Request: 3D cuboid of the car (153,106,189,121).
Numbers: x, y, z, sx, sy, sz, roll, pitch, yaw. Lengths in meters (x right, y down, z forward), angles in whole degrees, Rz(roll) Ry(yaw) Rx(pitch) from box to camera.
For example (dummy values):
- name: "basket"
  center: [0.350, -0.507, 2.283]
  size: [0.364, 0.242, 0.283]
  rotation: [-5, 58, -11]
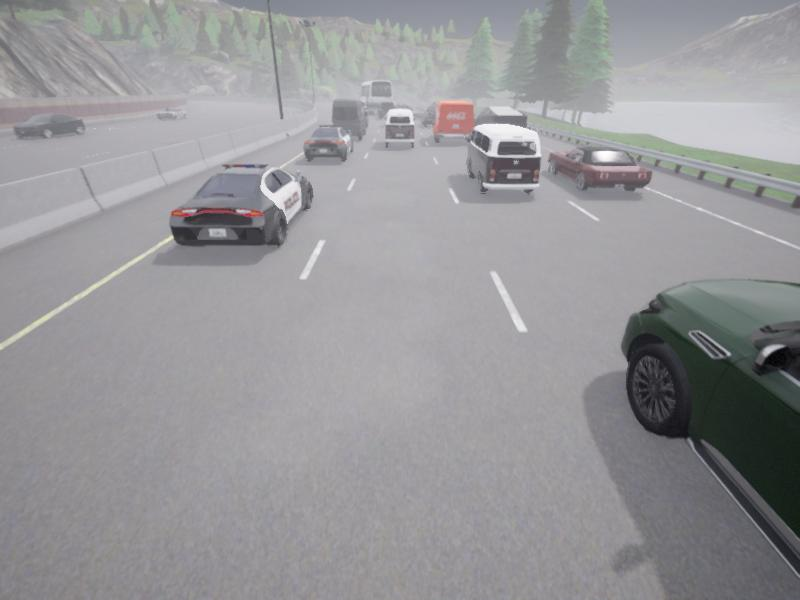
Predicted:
- name: "car"
  center: [-25.642, -20.931, 44.926]
  size: [1.895, 1.301, 4.718]
  rotation: [-4, 28, -7]

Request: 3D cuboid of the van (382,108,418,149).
- name: "van"
  center: [-0.006, -10.733, 24.855]
  size: [2.069, 2.038, 4.480]
  rotation: [0, 28, 0]

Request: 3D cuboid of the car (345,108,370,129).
- name: "car"
  center: [-3.864, -16.816, 37.021]
  size: [2.007, 1.525, 4.514]
  rotation: [-1, 28, -3]

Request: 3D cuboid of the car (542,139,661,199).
- name: "car"
  center: [6.997, -4.912, 14.585]
  size: [1.895, 1.301, 4.718]
  rotation: [0, 28, 0]

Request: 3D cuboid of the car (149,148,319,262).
- name: "car"
  center: [-3.502, -2.587, 9.768]
  size: [2.038, 1.542, 4.974]
  rotation: [0, 27, 0]

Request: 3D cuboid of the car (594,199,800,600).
- name: "car"
  center: [3.497, 1.175, 2.080]
  size: [2.150, 2.045, 5.566]
  rotation: [0, 28, 0]

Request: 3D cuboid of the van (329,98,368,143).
- name: "van"
  center: [-3.530, -12.892, 28.418]
  size: [1.988, 2.561, 5.915]
  rotation: [0, 28, -1]

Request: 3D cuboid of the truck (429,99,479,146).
- name: "truck"
  center: [3.479, -12.152, 27.179]
  size: [2.627, 2.467, 5.204]
  rotation: [0, 29, 0]

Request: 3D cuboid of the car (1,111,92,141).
- name: "car"
  center: [-24.549, -12.271, 28.093]
  size: [1.882, 1.535, 5.008]
  rotation: [0, 28, -1]

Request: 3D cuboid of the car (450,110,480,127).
- name: "car"
  center: [6.446, -18.319, 40.252]
  size: [1.895, 1.301, 4.718]
  rotation: [-2, 28, -3]

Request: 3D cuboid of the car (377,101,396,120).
- name: "car"
  center: [-1.644, -23.106, 48.696]
  size: [1.905, 1.878, 3.866]
  rotation: [-4, 28, -8]

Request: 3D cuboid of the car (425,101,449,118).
- name: "car"
  center: [4.766, -25.127, 52.647]
  size: [1.932, 1.855, 4.605]
  rotation: [-4, 28, -9]

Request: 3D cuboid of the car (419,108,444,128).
- name: "car"
  center: [3.024, -17.643, 38.730]
  size: [1.816, 1.474, 4.193]
  rotation: [-1, 28, -3]

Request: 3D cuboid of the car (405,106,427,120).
- name: "car"
  center: [1.879, -22.846, 48.875]
  size: [1.895, 1.301, 4.718]
  rotation: [-3, 28, -7]

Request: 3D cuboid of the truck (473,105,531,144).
- name: "truck"
  center: [6.968, -12.488, 28.222]
  size: [2.390, 2.098, 6.274]
  rotation: [0, 27, -1]

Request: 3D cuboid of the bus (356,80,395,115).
- name: "bus"
  center: [-3.681, -29.477, 58.317]
  size: [3.944, 4.253, 10.273]
  rotation: [-5, 28, -11]

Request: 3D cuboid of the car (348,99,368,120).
- name: "car"
  center: [-5.192, -23.356, 48.974]
  size: [2.150, 2.045, 5.566]
  rotation: [-3, 28, -7]

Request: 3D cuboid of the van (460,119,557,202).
- name: "van"
  center: [3.499, -5.031, 13.991]
  size: [2.069, 2.038, 4.480]
  rotation: [0, 28, 0]

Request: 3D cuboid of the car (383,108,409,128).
- name: "car"
  center: [-0.439, -17.572, 38.516]
  size: [2.128, 1.511, 4.902]
  rotation: [-2, 27, -4]

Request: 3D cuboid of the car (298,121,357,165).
- name: "car"
  center: [-3.505, -8.116, 20.362]
  size: [2.038, 1.542, 4.974]
  rotation: [0, 28, 0]
